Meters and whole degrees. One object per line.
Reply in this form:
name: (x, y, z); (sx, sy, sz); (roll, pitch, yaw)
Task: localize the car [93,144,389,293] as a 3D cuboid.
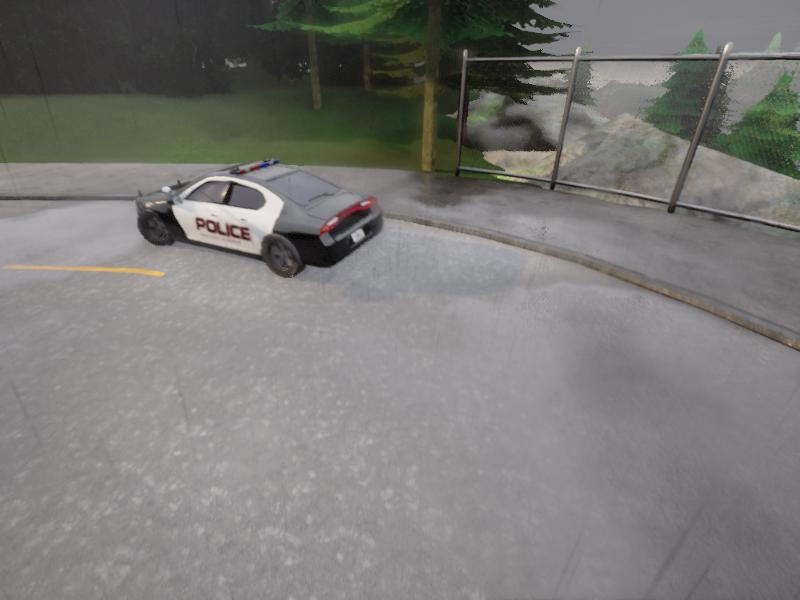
car: (-2.903, -1.791, 7.532); (4.974, 1.542, 2.038); (14, 33, 22)
